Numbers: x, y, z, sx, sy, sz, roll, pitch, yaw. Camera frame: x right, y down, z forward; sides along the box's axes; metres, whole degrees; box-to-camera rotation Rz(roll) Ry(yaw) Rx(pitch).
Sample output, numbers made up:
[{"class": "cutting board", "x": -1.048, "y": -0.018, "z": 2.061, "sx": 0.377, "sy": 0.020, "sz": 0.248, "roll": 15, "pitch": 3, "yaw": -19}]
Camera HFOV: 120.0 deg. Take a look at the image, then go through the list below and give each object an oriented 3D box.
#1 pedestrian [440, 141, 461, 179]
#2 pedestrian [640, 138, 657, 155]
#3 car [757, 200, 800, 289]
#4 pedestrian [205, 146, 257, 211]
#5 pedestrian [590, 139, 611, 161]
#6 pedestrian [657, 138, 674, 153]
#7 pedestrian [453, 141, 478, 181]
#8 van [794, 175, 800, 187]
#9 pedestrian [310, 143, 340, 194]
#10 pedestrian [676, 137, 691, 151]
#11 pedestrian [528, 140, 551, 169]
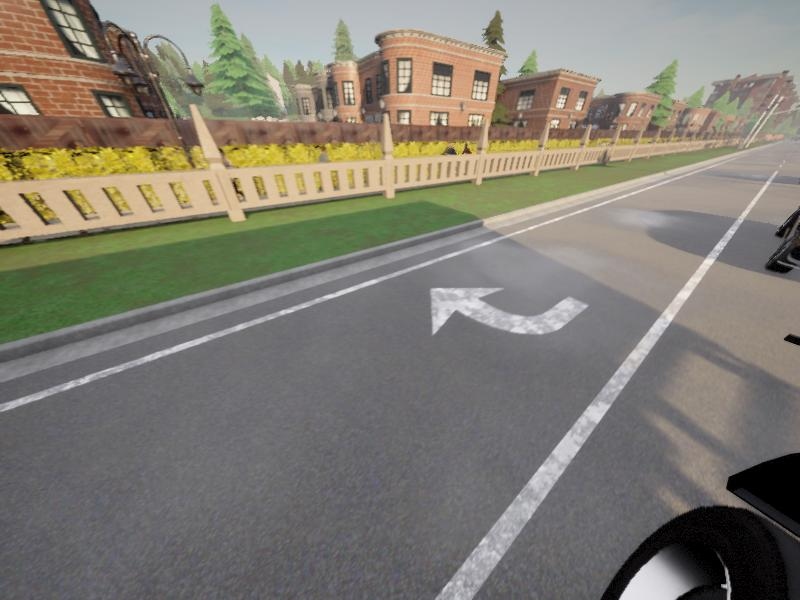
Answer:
[{"class": "pedestrian", "x": 3.031, "y": -8.470, "z": 13.977, "sx": 0.751, "sy": 1.860, "sz": 0.751, "roll": -22, "pitch": 40, "yaw": -27}, {"class": "pedestrian", "x": 33.020, "y": -20.438, "z": 30.732, "sx": 0.751, "sy": 1.860, "sz": 0.751, "roll": -23, "pitch": 41, "yaw": -29}, {"class": "car", "x": 9.589, "y": -1.431, "z": 4.455, "sx": 5.027, "sy": 1.651, "sz": 2.152, "roll": -22, "pitch": 41, "yaw": -28}, {"class": "pedestrian", "x": -5.766, "y": -4.167, "z": 7.941, "sx": 0.751, "sy": 1.860, "sz": 0.751, "roll": -25, "pitch": 42, "yaw": -31}, {"class": "pedestrian", "x": 20.620, "y": -15.476, "z": 23.780, "sx": 0.751, "sy": 1.860, "sz": 0.751, "roll": -23, "pitch": 41, "yaw": -28}, {"class": "pedestrian", "x": 38.964, "y": -22.682, "z": 33.869, "sx": 0.751, "sy": 1.860, "sz": 0.751, "roll": -21, "pitch": 40, "yaw": -27}, {"class": "pedestrian", "x": 3.719, "y": -7.942, "z": 13.223, "sx": 0.751, "sy": 1.860, "sz": 0.751, "roll": -23, "pitch": 41, "yaw": -28}, {"class": "van", "x": 23.495, "y": -7.237, "z": 12.267, "sx": 4.442, "sy": 1.987, "sz": 1.775, "roll": -22, "pitch": 41, "yaw": -28}, {"class": "pedestrian", "x": -3.331, "y": -5.891, "z": 10.368, "sx": 0.751, "sy": 1.860, "sz": 0.751, "roll": -22, "pitch": 41, "yaw": -28}, {"class": "pedestrian", "x": 48.020, "y": -26.437, "z": 39.125, "sx": 0.751, "sy": 1.860, "sz": 0.751, "roll": -22, "pitch": 41, "yaw": -28}, {"class": "pedestrian", "x": 10.817, "y": -11.309, "z": 17.944, "sx": 0.751, "sy": 1.860, "sz": 0.751, "roll": -23, "pitch": 41, "yaw": -28}]
